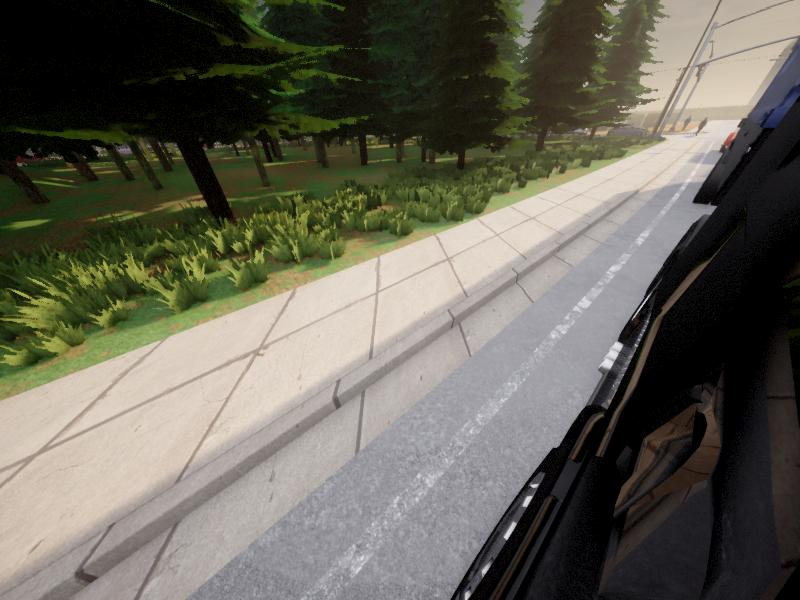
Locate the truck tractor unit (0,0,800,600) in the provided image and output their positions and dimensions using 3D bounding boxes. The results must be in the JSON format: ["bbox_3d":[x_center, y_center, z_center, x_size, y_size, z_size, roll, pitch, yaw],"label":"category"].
[{"bbox_3d":[2.645,-0.295,0.351,6.516,4.208,3.053,-28,44,-30],"label":"truck tractor unit"}]

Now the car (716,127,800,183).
[{"bbox_3d":[15.883,-6.351,9.891,4.902,1.511,2.128,-29,44,-30],"label":"car"}]

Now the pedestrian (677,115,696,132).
[{"bbox_3d":[40.189,-24.768,32.389,0.751,1.860,0.751,17,41,24],"label":"pedestrian"}]

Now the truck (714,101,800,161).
[{"bbox_3d":[21.377,-9.913,13.485,5.204,2.467,2.627,-30,44,-31],"label":"truck"}]

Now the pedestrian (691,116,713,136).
[{"bbox_3d":[35.438,-20.421,27.147,0.751,1.860,0.751,28,47,35],"label":"pedestrian"}]

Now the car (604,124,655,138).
[{"bbox_3d":[29.389,-21.739,29.759,1.994,1.385,4.181,-29,44,-30],"label":"car"}]

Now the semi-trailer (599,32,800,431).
[{"bbox_3d":[8.644,-3.643,4.278,14.254,4.402,2.717,-29,44,-30],"label":"semi-trailer"}]
